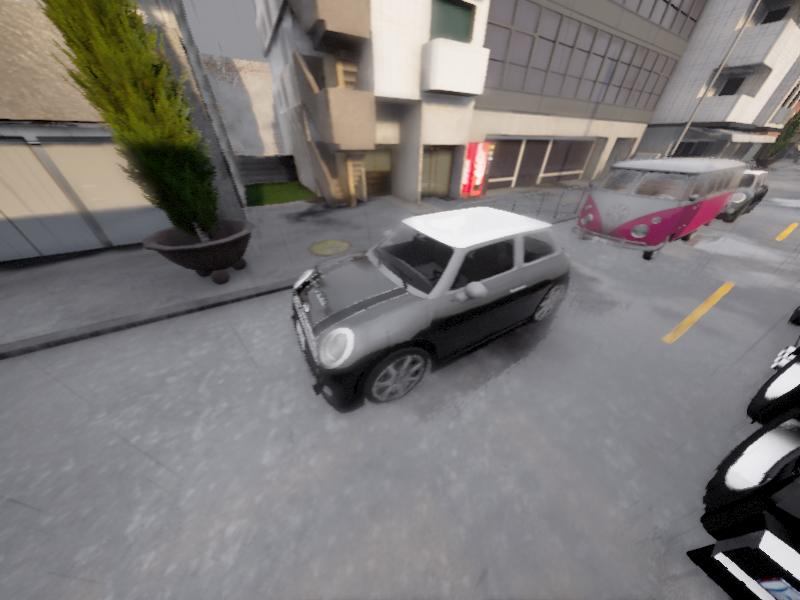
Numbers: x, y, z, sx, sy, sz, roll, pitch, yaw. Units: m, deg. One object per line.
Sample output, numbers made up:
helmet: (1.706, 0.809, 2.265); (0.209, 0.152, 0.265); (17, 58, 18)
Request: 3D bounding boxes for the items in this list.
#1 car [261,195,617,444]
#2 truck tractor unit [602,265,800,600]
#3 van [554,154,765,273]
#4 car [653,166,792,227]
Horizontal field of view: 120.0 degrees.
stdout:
car: (0.531, -0.311, 3.183); (3.806, 1.475, 1.970); (-18, 39, -24)
truck tractor unit: (5.115, -0.293, 0.794); (6.516, 4.208, 3.053); (-18, 39, -24)
van: (6.484, -2.448, 5.879); (4.442, 1.987, 1.775); (-18, 39, -24)
car: (11.989, -4.021, 8.650); (3.806, 1.475, 1.970); (-18, 39, -24)
